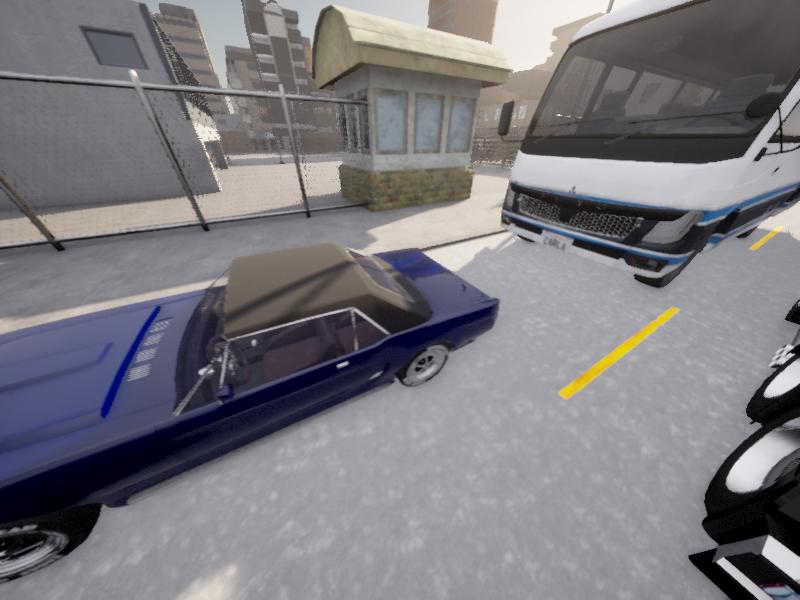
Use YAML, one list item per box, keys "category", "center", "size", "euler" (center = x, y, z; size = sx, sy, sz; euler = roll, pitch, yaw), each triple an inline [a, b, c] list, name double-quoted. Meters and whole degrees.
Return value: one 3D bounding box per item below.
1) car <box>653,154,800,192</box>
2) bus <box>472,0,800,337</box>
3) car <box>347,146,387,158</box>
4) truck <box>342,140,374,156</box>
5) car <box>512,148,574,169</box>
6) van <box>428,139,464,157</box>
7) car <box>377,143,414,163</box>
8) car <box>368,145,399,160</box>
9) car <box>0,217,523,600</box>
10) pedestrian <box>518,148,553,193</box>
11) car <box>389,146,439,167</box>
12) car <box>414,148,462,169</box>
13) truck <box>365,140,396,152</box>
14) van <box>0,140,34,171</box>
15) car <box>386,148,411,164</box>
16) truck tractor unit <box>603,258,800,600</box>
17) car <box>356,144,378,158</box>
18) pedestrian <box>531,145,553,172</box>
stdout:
- category: "car"
  center: [19.664, -8.063, 14.433]
  size: [2.128, 1.511, 4.902]
  euler: [-3, 35, -5]
- category: "bus"
  center: [7.366, -3.599, 5.515]
  size: [10.273, 4.253, 3.944]
  euler: [-17, 38, -23]
- category: "car"
  center: [-4.887, -22.171, 34.478]
  size: [5.357, 1.415, 2.033]
  euler: [-18, 39, -24]
- category: "truck"
  center: [-6.702, -24.446, 37.187]
  size: [4.478, 2.038, 2.069]
  euler: [-18, 39, -24]
- category: "car"
  center: [14.539, -14.671, 23.866]
  size: [2.038, 1.542, 4.974]
  euler: [-18, 39, -24]
- category: "van"
  center: [7.835, -26.508, 40.046]
  size: [2.351, 2.431, 6.366]
  euler: [-19, 39, -25]
- category: "car"
  center: [-0.484, -17.338, 27.161]
  size: [3.866, 1.878, 1.905]
  euler: [-18, 39, -24]
- category: "car"
  center: [-2.212, -20.006, 31.280]
  size: [3.633, 1.501, 1.845]
  euler: [-18, 39, -24]
- category: "car"
  center: [-1.335, 0.340, 2.370]
  size: [4.718, 1.301, 1.895]
  euler: [-17, 38, -23]
- category: "pedestrian"
  center: [6.669, -6.418, 11.432]
  size: [0.751, 1.860, 0.751]
  euler: [-28, 44, -34]
- category: "car"
  center: [1.419, -15.043, 24.062]
  size: [4.611, 1.667, 2.242]
  euler: [-18, 39, -24]
- category: "car"
  center: [3.629, -13.613, 22.144]
  size: [4.193, 1.474, 1.816]
  euler: [-18, 39, -24]
- category: "truck"
  center: [-4.102, -32.695, 49.128]
  size: [6.274, 2.098, 2.390]
  euler: [1, 33, 1]
- category: "van"
  center: [-34.622, -12.152, 19.402]
  size: [2.069, 2.038, 4.480]
  euler: [-18, 39, -25]
- category: "car"
  center: [-0.166, -15.848, 25.388]
  size: [2.207, 1.379, 1.481]
  euler: [-18, 39, -24]
- category: "truck tractor unit"
  center: [5.099, -0.312, 0.800]
  size: [6.516, 4.208, 3.053]
  euler: [-19, 39, -25]
- category: "car"
  center: [-4.913, -22.072, 34.210]
  size: [1.789, 1.547, 3.705]
  euler: [-18, 39, -24]
- category: "pedestrian"
  center: [11.669, -11.690, 19.051]
  size: [0.751, 1.860, 0.751]
  euler: [-18, 39, -24]
